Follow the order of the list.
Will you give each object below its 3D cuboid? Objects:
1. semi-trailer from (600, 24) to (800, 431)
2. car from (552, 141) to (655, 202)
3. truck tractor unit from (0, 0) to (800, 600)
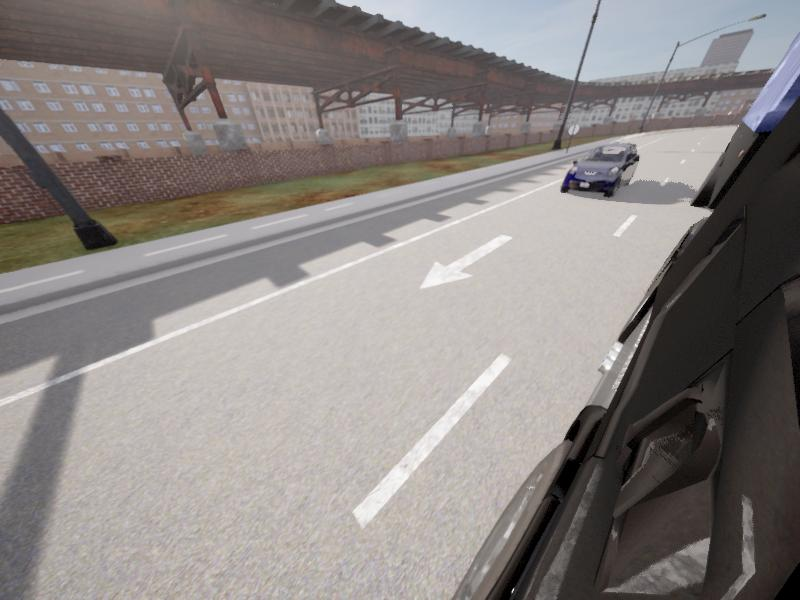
[{"bbox_3d":[8.623,-3.634,4.332,14.254,4.402,2.717,-29,43,-31],"label":"semi-trailer"},{"bbox_3d":[7.828,-5.085,8.896,3.633,1.501,1.845,-30,43,-31],"label":"car"},{"bbox_3d":[2.645,-0.295,0.351,6.516,4.208,3.053,-28,44,-30],"label":"truck tractor unit"}]
